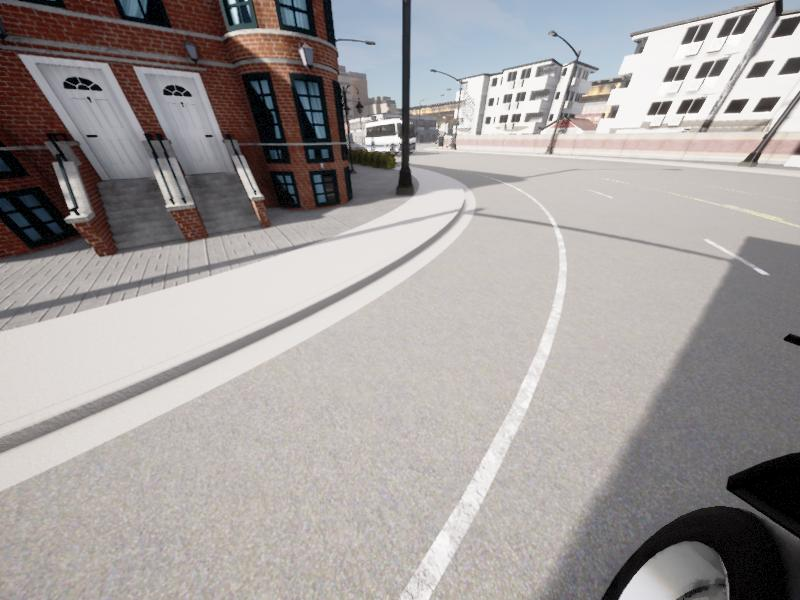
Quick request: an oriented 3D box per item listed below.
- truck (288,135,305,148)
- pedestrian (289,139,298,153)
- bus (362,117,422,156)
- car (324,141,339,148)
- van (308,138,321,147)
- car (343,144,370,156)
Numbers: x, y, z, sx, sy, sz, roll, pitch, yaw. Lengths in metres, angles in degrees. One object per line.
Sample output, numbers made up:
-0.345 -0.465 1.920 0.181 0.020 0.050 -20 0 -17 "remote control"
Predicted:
-39.135 -59.710 86.973 2.891 3.827 8.468 -23 41 -29 "truck"
-17.427 -25.178 37.833 0.751 1.860 0.751 -27 43 -32 "pedestrian"
-1.534 -24.529 35.050 3.944 4.253 10.273 -21 39 -27 "bus"
-19.514 -44.166 65.577 2.038 1.542 4.974 -23 40 -29 "car"
-30.351 -55.943 82.334 1.988 2.561 5.915 -23 40 -29 "van"
-7.044 -23.989 36.780 2.033 1.411 5.357 -21 40 -27 "car"
